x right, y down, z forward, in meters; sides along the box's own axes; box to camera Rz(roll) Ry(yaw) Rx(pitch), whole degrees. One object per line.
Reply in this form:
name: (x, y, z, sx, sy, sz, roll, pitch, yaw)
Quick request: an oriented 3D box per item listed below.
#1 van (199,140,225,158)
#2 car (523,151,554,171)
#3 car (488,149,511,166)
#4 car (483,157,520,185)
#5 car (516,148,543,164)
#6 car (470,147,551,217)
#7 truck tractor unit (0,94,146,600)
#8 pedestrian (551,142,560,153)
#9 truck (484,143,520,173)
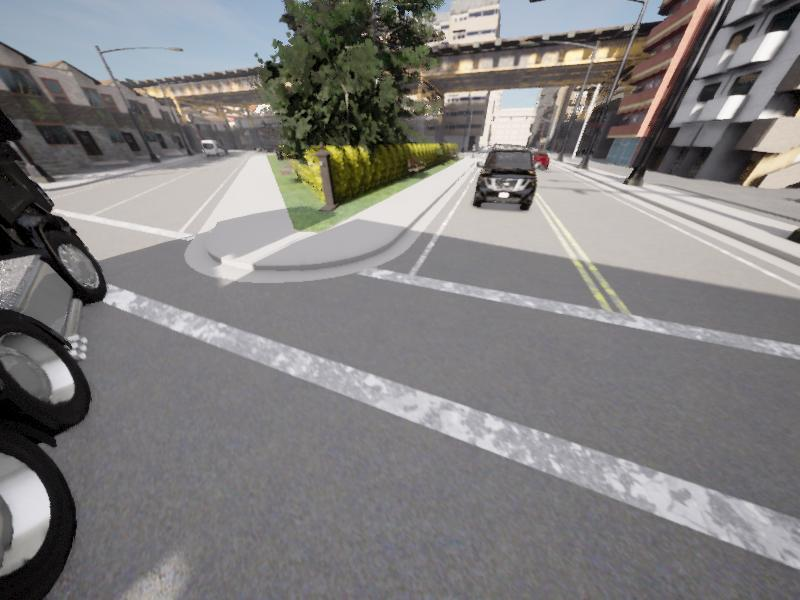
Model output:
van: (-33.999, -27.440, 41.945, 1.988, 2.561, 5.915, -15, 37, -20)
car: (13.684, -14.020, 23.135, 1.812, 1.442, 4.674, 11, 36, 16)
car: (12.044, -17.403, 28.038, 2.163, 1.488, 4.792, 11, 36, 16)
car: (7.046, -9.171, 16.232, 1.895, 1.301, 4.718, 11, 36, 16)
car: (16.232, -18.217, 29.203, 2.163, 1.488, 4.792, 10, 36, 14)
car: (4.644, -5.555, 10.311, 2.150, 2.045, 5.566, 11, 36, 16)
truck tractor unit: (-4.798, -0.533, 1.116, 3.053, 4.208, 6.516, -29, 44, -35)
pedestrian: (33.301, -32.566, 49.391, 0.751, 1.860, 0.751, -1, 34, -2)
truck: (9.708, -13.811, 22.270, 2.390, 2.098, 6.274, 11, 36, 16)
